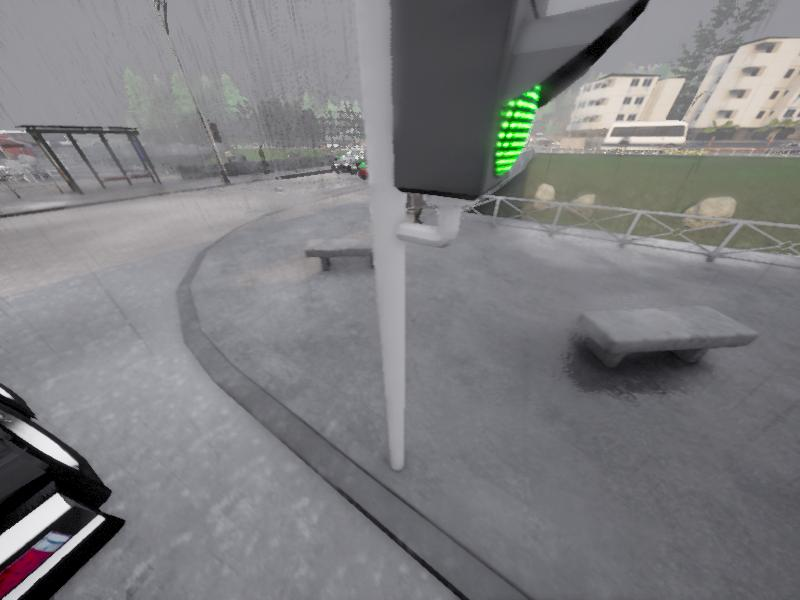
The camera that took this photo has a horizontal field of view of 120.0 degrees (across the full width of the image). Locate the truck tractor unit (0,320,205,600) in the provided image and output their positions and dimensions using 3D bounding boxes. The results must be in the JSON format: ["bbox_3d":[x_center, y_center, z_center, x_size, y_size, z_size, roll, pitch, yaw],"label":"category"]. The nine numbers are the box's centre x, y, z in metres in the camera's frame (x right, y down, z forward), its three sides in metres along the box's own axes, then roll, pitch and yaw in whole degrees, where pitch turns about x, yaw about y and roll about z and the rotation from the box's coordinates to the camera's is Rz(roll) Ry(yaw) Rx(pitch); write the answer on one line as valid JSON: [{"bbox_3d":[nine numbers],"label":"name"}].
[{"bbox_3d":[-5.209,-0.189,0.621,6.516,4.208,3.053,14,37,19],"label":"truck tractor unit"}]

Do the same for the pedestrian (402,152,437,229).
[{"bbox_3d":[0.534,-3.084,6.569,0.751,1.860,0.751,11,37,16],"label":"pedestrian"}]

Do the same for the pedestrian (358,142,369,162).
[{"bbox_3d":[-4.226,-17.014,26.527,0.751,1.860,0.751,24,42,30],"label":"pedestrian"}]

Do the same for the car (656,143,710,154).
[{"bbox_3d":[47.156,-25.428,38.660,5.357,1.411,2.033,19,39,25],"label":"car"}]

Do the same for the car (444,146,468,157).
[{"bbox_3d":[8.842,-23.407,36.255,1.895,1.301,4.718,19,39,25],"label":"car"}]

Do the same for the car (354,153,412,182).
[{"bbox_3d":[-1.075,-9.573,16.499,1.994,1.385,4.181,19,39,25],"label":"car"}]

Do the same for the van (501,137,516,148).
[{"bbox_3d":[31.192,-45.150,66.139,2.351,2.431,6.366,19,39,25],"label":"van"}]

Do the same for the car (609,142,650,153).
[{"bbox_3d":[41.099,-27.461,41.546,4.892,1.490,1.837,20,40,26],"label":"car"}]

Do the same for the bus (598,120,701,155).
[{"bbox_3d":[39.893,-26.619,37.944,10.273,4.253,3.944,21,41,28],"label":"bus"}]

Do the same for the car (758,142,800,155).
[{"bbox_3d":[56.664,-22.209,33.883,3.806,1.475,1.970,19,39,25],"label":"car"}]

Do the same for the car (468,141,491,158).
[{"bbox_3d":[11.525,-21.778,33.376,1.905,1.878,3.866,19,39,25],"label":"car"}]

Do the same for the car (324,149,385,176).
[{"bbox_3d":[-3.563,-11.584,19.279,2.128,1.511,4.902,20,40,26],"label":"car"}]

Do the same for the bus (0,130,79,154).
[{"bbox_3d":[-83.824,-36.350,53.156,3.944,4.253,10.273,19,39,25],"label":"bus"}]

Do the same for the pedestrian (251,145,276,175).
[{"bbox_3d":[-10.061,-10.361,17.067,0.751,1.860,0.751,9,36,13],"label":"pedestrian"}]
